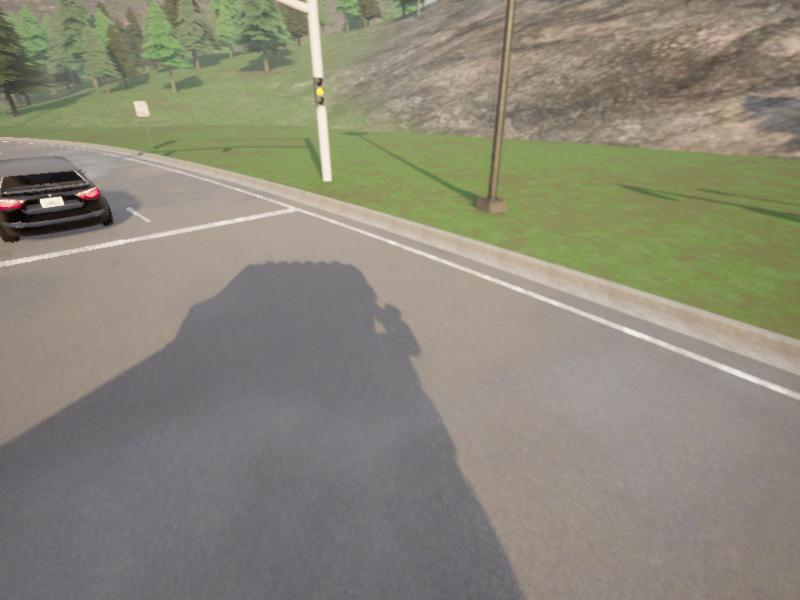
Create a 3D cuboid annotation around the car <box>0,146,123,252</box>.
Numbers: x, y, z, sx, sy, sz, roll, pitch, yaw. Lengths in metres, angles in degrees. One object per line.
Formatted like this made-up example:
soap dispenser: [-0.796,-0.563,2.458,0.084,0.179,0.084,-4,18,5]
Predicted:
car: [-9.392,-2.890,10.490,2.242,1.667,4.611,-24,35,-38]
